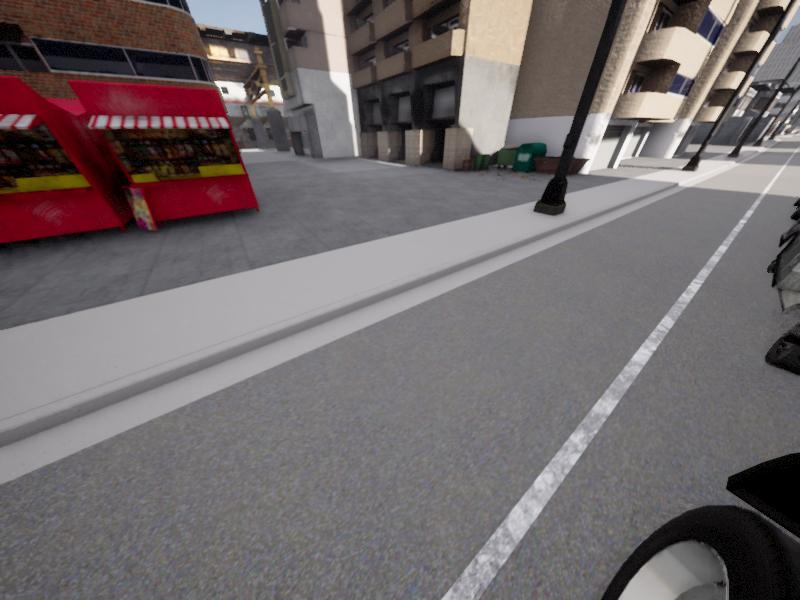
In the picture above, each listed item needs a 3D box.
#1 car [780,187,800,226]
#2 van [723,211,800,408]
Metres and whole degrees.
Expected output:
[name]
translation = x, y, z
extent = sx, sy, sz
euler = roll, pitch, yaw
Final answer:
[car]
translation = 14.699, -3.389, 7.339
extent = 4.902, 1.511, 2.128
euler = -22, 40, -28
[van]
translation = 7.010, -0.646, 2.690
extent = 6.366, 2.431, 2.351
euler = -22, 41, -28
